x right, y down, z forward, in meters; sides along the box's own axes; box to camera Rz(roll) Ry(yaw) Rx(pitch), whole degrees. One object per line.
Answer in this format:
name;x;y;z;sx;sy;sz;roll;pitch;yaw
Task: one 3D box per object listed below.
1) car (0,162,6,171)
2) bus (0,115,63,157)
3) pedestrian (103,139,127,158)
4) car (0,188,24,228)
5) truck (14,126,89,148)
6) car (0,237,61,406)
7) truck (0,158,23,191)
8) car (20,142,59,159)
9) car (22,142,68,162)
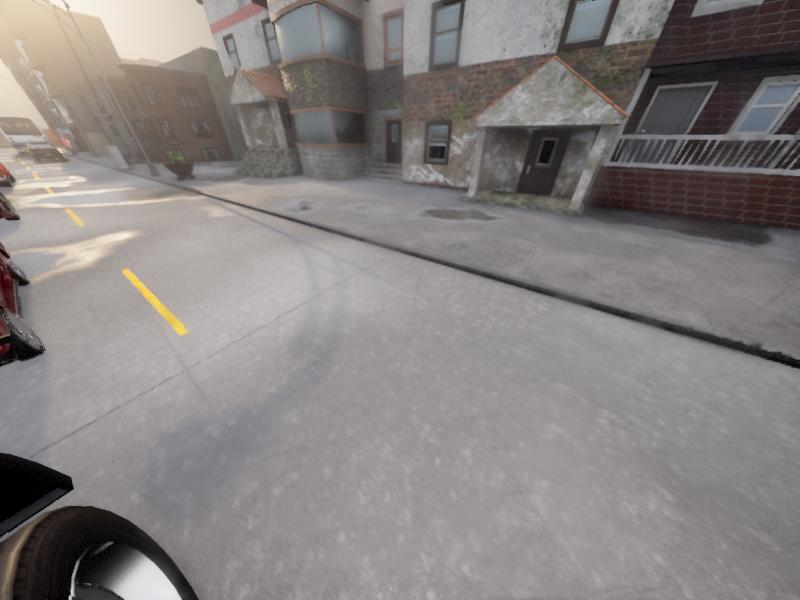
car;-32.392;-10.872;17.470;3.866;1.878;1.905;22;41;28
bus;-52.560;-22.811;32.220;10.273;4.253;3.944;22;41;28
pedestrian;-32.780;-17.415;26.559;0.751;1.860;0.751;12;37;15
car;-13.962;-3.127;7.062;4.181;1.385;1.994;22;41;27
truck;-79.152;-37.195;52.808;2.891;3.827;8.468;22;41;28
car;-6.333;0.020;2.727;4.718;1.301;1.895;22;41;28
truck;-22.274;-6.975;11.512;5.204;2.467;2.627;22;41;28
car;-44.915;-18.659;28.739;5.008;1.535;1.882;22;41;28
car;-38.873;-16.235;25.252;5.238;1.638;1.930;22;41;28
